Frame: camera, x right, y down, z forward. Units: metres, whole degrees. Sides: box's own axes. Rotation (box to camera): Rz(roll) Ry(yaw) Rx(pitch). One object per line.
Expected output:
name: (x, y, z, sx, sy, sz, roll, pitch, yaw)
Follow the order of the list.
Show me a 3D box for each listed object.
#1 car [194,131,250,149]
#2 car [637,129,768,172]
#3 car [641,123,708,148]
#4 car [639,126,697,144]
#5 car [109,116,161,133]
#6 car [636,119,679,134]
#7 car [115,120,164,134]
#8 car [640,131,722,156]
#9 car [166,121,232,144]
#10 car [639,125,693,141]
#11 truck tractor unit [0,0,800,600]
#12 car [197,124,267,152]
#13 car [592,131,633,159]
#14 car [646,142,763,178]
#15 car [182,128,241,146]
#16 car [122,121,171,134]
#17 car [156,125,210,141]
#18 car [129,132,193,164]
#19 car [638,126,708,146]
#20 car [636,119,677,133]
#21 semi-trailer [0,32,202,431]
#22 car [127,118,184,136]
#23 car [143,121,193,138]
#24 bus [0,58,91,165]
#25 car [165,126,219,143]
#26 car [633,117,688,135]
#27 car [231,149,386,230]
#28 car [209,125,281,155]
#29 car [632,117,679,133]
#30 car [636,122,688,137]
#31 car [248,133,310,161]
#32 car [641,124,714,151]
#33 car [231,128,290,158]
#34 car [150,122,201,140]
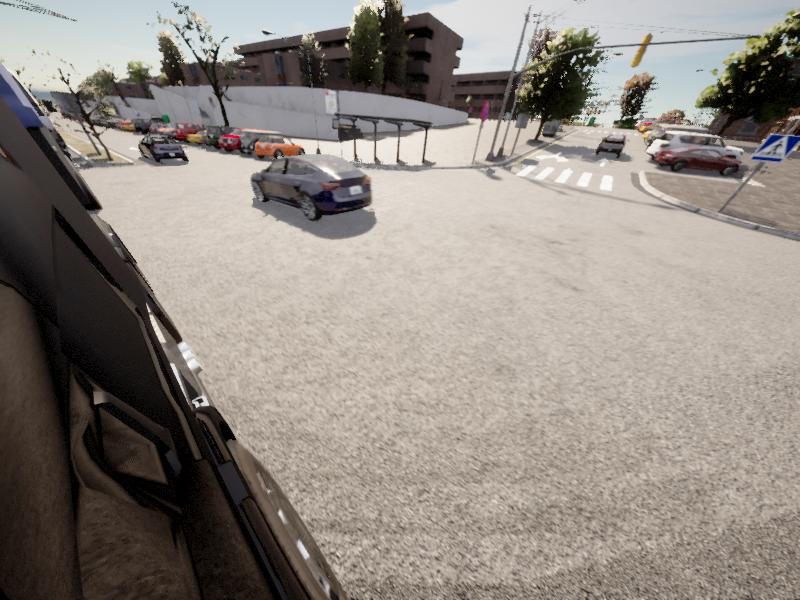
car: (-20.095, -18.251, 26.333, 2.002, 1.452, 4.674, 13, 36, 12)
car: (22.999, -11.710, 17.995, 5.566, 2.045, 2.435, 13, 42, 12)
car: (32.084, -19.395, 27.225, 4.442, 1.987, 1.878, 14, 43, 12)
car: (35.881, -22.242, 31.055, 4.674, 1.452, 2.002, 13, 43, 12)
car: (-48.803, -32.416, 42.799, 2.435, 2.045, 5.566, 13, 36, 12)
car: (46.811, -31.663, 42.063, 4.553, 1.767, 2.185, 13, 42, 11)
car: (-46.472, -30.978, 41.422, 1.946, 1.575, 5.366, 13, 36, 12)
car: (28.491, -16.131, 23.679, 4.892, 1.521, 2.231, 14, 42, 12)
car: (-24.852, -20.848, 28.965, 2.435, 2.045, 5.566, 13, 36, 12)
car: (37.715, -23.788, 32.904, 4.674, 1.452, 2.002, 13, 42, 12)
truck tractor unit: (-2.645, -0.295, 0.351, 6.516, 4.208, 3.053, 28, 44, 30)
car: (-17.675, -17.331, 24.798, 2.435, 2.045, 5.566, 13, 36, 12)
car: (19.703, -14.415, 21.375, 2.128, 1.511, 4.902, 27, 47, 26)
car: (21.124, -9.958, 16.351, 4.674, 1.452, 2.002, 13, 42, 12)
car: (-22.428, -19.560, 27.847, 1.946, 1.575, 5.366, 13, 36, 12)
car: (-43.976, -30.025, 40.327, 1.946, 1.575, 5.366, 12, 36, 12)
car: (-29.655, -22.963, 31.859, 2.231, 1.521, 4.892, 13, 36, 12)
car: (-16.550, -10.541, 15.984, 4.193, 1.474, 1.816, 27, 42, 28)
car: (34.212, -20.698, 29.152, 5.366, 1.575, 1.946, 13, 42, 12)
car: (48.654, -33.171, 43.928, 4.553, 1.767, 2.185, 13, 40, 10)
semi-trailer: (-8.750, -3.507, 4.264, 14.254, 4.402, 2.717, 27, 42, 30)
car: (-39.221, -27.833, 37.279, 2.435, 2.045, 5.566, 12, 36, 12)
car: (-34.454, -25.377, 34.527, 2.185, 1.767, 4.553, 13, 36, 12)
bus: (-23.685, -11.128, 13.724, 10.273, 4.253, 3.944, 26, 41, 28)
car: (-27.265, -21.789, 30.511, 2.163, 1.488, 4.792, 13, 36, 12)
car: (44.996, -30.185, 40.102, 5.566, 2.045, 2.435, 13, 43, 11)
car: (-2.966, -3.792, 7.383, 4.792, 1.488, 2.163, 27, 43, 31)
car: (-15.295, -16.118, 23.352, 2.435, 2.045, 5.566, 13, 36, 12)
car: (50.370, -34.721, 45.766, 5.566, 2.045, 2.435, 14, 38, 10)
car: (43.374, -28.403, 38.371, 5.366, 1.575, 1.946, 13, 42, 11)
car: (-10.556, -13.637, 20.598, 2.185, 1.767, 4.553, 13, 36, 12)
car: (30.237, -17.856, 25.383, 4.442, 1.987, 1.878, 13, 43, 12)
car: (-12.942, -14.866, 21.892, 1.878, 1.987, 4.442, 13, 36, 12)
car: (-32.034, -24.246, 33.191, 2.185, 1.767, 4.553, 13, 36, 12)
